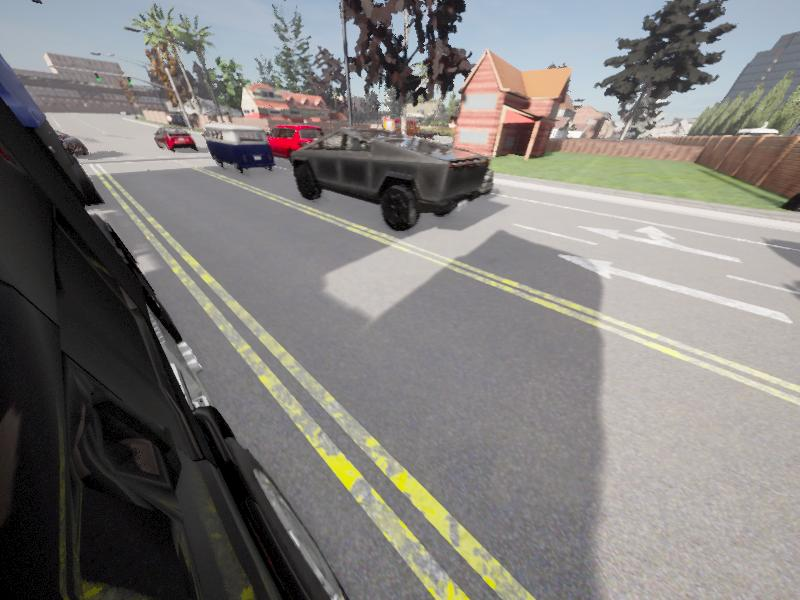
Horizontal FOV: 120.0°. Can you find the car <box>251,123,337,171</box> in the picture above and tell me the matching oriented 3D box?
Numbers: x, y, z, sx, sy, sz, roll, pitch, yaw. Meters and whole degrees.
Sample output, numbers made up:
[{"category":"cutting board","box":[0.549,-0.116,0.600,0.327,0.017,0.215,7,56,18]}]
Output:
[{"category":"car","box":[-6.711,-9.782,14.597,5.566,2.045,2.150,28,44,30]}]

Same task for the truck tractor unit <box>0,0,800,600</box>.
[{"category":"truck tractor unit","box":[-2.645,-0.295,0.351,6.516,4.208,3.053,28,44,30]}]

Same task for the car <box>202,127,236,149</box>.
[{"category":"car","box":[-17.856,-16.021,22.714,1.837,1.490,4.892,-24,44,-29]}]

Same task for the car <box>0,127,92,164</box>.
[{"category":"car","box":[-19.823,-8.748,12.994,1.994,1.385,4.181,-22,43,-29]}]

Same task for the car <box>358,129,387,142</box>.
[{"category":"car","box":[-4.783,-28.994,40.740,2.152,1.651,5.027,27,43,29]}]

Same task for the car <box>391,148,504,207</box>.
[{"category":"car","box":[1.710,-5.083,9.304,3.806,1.475,1.970,28,44,30]}]

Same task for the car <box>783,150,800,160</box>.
[{"category":"car","box":[74.301,-26.892,42.934,1.895,1.301,4.718,28,44,30]}]

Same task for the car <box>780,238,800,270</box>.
[{"category":"car","box":[10.468,-0.462,3.326,4.605,1.855,1.932,27,43,28]}]

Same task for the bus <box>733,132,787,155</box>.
[{"category":"bus","box":[91.118,-39.933,58.798,3.944,4.253,10.273,28,44,30]}]

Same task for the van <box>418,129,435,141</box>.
[{"category":"van","box":[5.956,-37.055,51.854,1.775,1.987,4.442,25,42,27]}]

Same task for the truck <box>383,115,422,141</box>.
[{"category":"truck","box":[0.553,-33.715,45.530,2.891,3.827,8.468,27,43,29]}]

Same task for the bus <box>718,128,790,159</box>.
[{"category":"bus","box":[65.810,-29.526,43.485,3.944,4.253,10.273,28,44,30]}]

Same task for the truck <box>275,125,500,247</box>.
[{"category":"truck","box":[-0.790,-3.875,7.020,6.274,2.098,2.390,29,44,30]}]

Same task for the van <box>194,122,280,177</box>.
[{"category":"van","box":[-8.592,-8.027,12.192,4.442,1.987,1.775,28,44,30]}]

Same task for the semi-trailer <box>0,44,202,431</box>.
[{"category":"semi-trailer","box":[-8.701,-3.597,4.235,14.254,4.402,2.717,28,44,30]}]

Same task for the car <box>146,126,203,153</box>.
[{"category":"car","box":[-18.131,-12.923,18.544,4.514,1.525,2.007,28,44,30]}]
